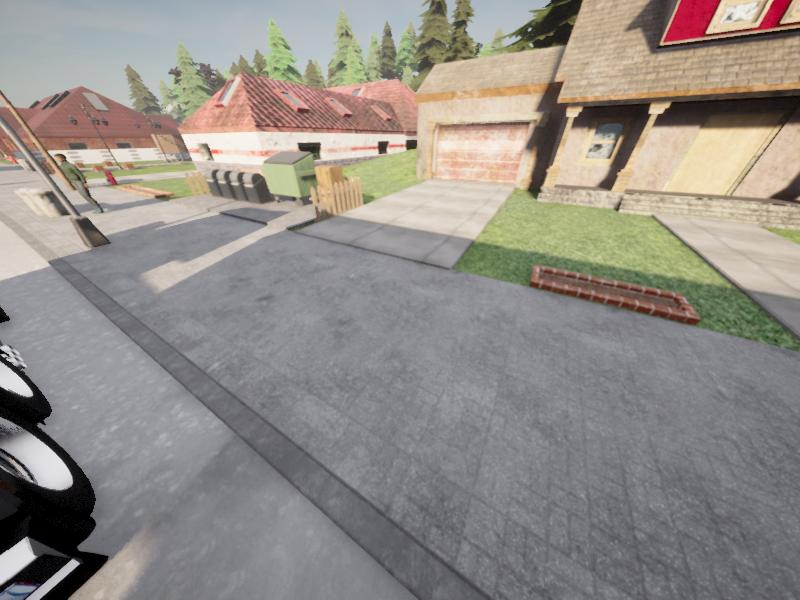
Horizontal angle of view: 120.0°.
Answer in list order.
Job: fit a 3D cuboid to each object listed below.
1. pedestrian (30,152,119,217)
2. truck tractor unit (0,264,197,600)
[{"bbox_3d":[-10.909,-3.919,7.852,0.751,1.860,0.751,9,36,13],"label":"pedestrian"},{"bbox_3d":[-5.110,-0.302,0.777,6.516,4.208,3.053,18,39,24],"label":"truck tractor unit"}]
